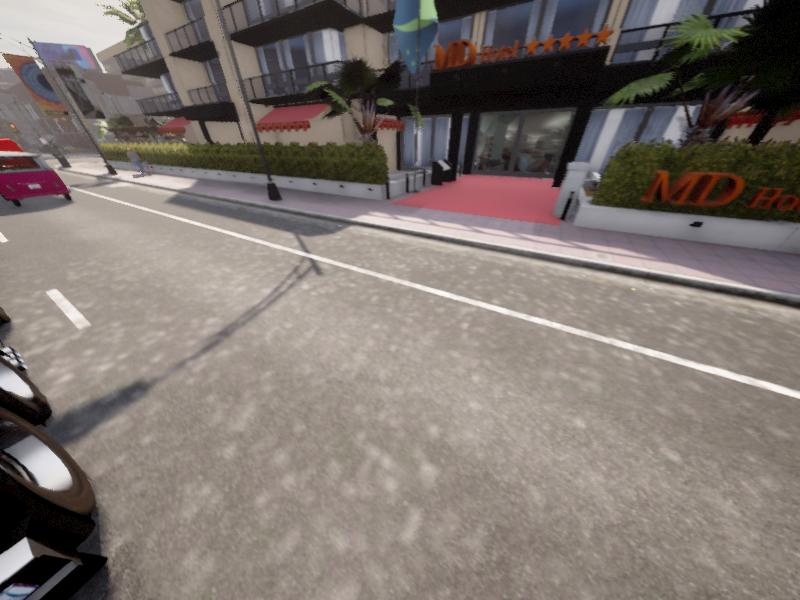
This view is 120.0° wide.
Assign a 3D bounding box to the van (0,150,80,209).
[{"bbox_3d":[-17.562,-5.686,10.661,4.442,1.987,1.775,18,39,24],"label":"van"}]

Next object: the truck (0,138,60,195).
[{"bbox_3d":[-23.034,-7.650,13.120,5.204,2.467,2.627,18,39,24],"label":"truck"}]

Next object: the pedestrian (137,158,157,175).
[{"bbox_3d":[-19.229,-10.160,17.581,0.500,1.100,0.500,18,39,24],"label":"pedestrian"}]

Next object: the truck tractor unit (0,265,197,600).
[{"bbox_3d":[-5.116,-0.291,0.793,6.516,4.208,3.053,18,39,24],"label":"truck tractor unit"}]

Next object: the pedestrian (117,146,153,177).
[{"bbox_3d":[-19.156,-10.047,16.751,0.751,1.860,0.751,14,37,20],"label":"pedestrian"}]
